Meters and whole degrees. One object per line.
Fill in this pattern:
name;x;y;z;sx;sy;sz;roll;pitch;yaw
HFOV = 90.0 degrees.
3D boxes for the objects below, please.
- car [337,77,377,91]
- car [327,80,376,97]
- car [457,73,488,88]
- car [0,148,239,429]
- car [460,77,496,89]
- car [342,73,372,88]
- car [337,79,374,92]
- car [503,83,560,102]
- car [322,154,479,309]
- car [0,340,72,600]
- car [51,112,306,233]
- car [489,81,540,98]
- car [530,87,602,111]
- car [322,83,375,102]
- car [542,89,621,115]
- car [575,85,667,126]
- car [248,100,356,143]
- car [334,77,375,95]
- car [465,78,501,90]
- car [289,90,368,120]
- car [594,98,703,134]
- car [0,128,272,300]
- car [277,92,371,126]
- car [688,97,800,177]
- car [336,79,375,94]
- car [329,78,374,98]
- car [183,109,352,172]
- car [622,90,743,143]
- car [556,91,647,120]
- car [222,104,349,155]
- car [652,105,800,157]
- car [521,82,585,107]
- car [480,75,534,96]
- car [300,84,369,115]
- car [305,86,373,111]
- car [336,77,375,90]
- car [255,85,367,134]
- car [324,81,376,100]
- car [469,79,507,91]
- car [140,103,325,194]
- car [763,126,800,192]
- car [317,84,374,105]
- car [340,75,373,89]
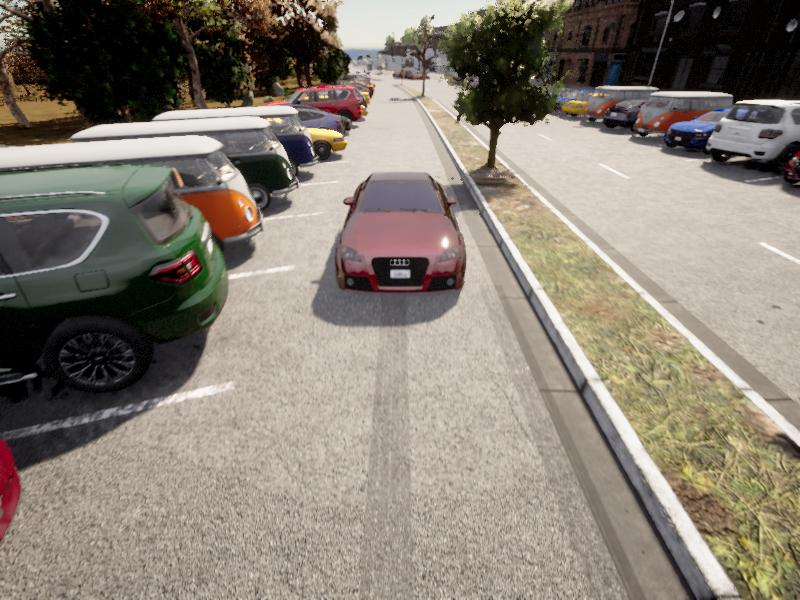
car;-6.175;-31.379;58.137;5.366;1.575;1.946;-14;32;-20
car;-5.745;-25.330;47.801;5.366;1.575;1.946;-13;33;-19
car;11.432;-34.611;63.130;4.442;1.987;1.878;-13;33;-22
car;-4.853;-0.100;4.161;5.566;2.045;2.435;-11;32;-17
car;11.785;-32.919;60.691;4.892;1.521;2.231;-13;33;-22
car;-6.996;-36.022;65.641;4.442;1.987;1.878;-14;33;-21
car;-6.120;-29.808;55.541;4.674;1.452;2.002;-13;33;-20
car;13.078;-20.728;39.868;5.008;1.535;2.097;-11;32;-19
car;0.003;-1.527;7.256;1.994;1.385;4.181;0;30;0
car;-4.825;1.647;1.751;4.674;1.452;2.002;-11;32;-17
car;-4.722;-3.113;9.359;4.442;1.987;1.878;-11;32;-17
car;12.872;-23.777;45.075;5.008;1.535;2.097;-11;33;-20
car;13.267;-16.147;32.046;4.892;1.521;2.231;-10;32;-18
car;-5.159;-20.871;40.233;4.792;1.488;2.163;-12;32;-18
car;13.325;-14.623;29.441;5.008;1.535;2.097;-10;32;-18
car;13.246;-11.752;24.087;4.442;1.987;1.878;-10;32;-18
car;-4.812;-8.888;19.741;4.792;1.488;2.163;-11;32;-17
car;-5.713;-26.974;50.363;4.553;1.767;2.185;-13;33;-19
car;11.998;-31.365;58.113;4.674;1.452;2.002;-12;32;-21
car;-4.871;-13.407;27.411;4.892;1.521;2.231;-11;32;-17
car;13.385;-10.037;21.666;4.792;1.488;2.163;-10;32;-18
car;-4.719;-1.610;6.789;4.442;1.987;1.878;-11;32;-17
car;-4.684;-11.948;24.904;5.366;1.575;1.946;-11;32;-17
car;13.389;-5.722;13.735;5.566;2.045;2.435;-10;32;-18
car;-5.918;-28.317;52.990;4.674;1.452;2.002;-13;33;-20
car;-5.461;-23.978;45.242;4.553;1.767;2.185;-12;32;-19
car;-4.658;-5.939;14.630;5.366;1.575;1.946;-11;32;-17
car;13.257;-8.709;18.887;4.442;1.987;1.878;-10;32;-18
car;13.510;-13.136;26.901;5.366;1.575;1.946;-10;32;-18
car;-4.861;-7.371;17.149;4.792;1.488;2.163;-11;32;-17
car;13.365;-7.016;16.444;5.008;1.535;2.097;-10;32;-18
car;13.207;-17.782;34.587;4.553;1.767;2.185;-11;32;-19
car;12.709;-25.513;47.540;5.566;2.045;2.435;-12;33;-20
car;-4.882;-15.019;29.917;4.553;1.767;2.185;-11;32;-17
car;-4.946;-16.402;32.532;5.008;1.535;2.097;-11;32;-17
car;-6.744;-32.784;60.552;5.366;1.575;1.946;-14;33;-20
car;-4.872;-10.618;22.144;5.566;2.045;2.435;-11;32;-17
car;-5.292;-22.382;42.758;5.008;1.535;2.097;-12;32;-18
car;12.214;-29.840;55.509;4.674;1.452;2.002;-12;33;-21
car;-4.726;-4.617;11.930;4.442;1.987;1.878;-11;32;-17
car;13.364;-3.980;11.256;5.008;1.535;2.097;-10;32;-18
car;-5.122;-19.359;37.648;4.792;1.488;2.163;-12;32;-18
car;-6.798;-34.427;63.113;4.553;1.767;2.185;-14;33;-21
